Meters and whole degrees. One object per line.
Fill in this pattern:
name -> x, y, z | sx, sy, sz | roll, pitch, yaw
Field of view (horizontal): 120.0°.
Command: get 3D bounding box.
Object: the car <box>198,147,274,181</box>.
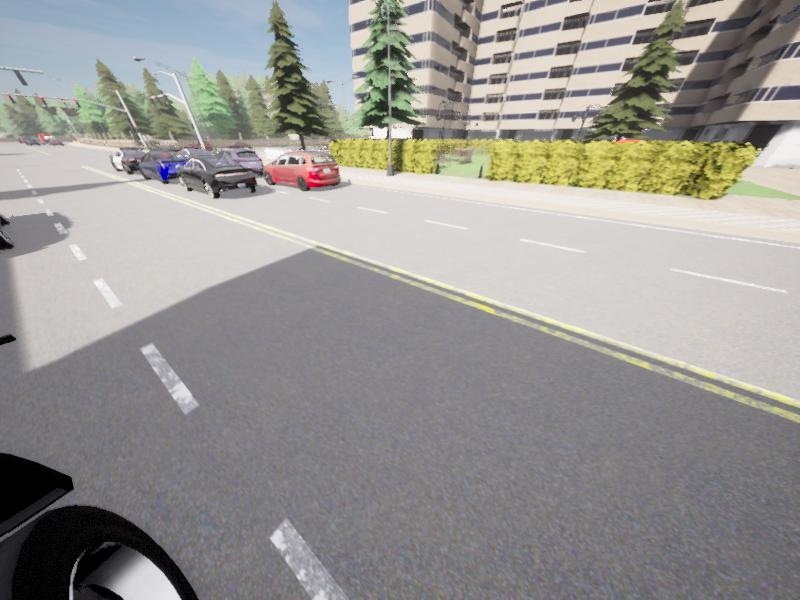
car -> -11.149, -9.366, 15.708 | 4.856, 1.649, 2.033 | 22, 41, 28

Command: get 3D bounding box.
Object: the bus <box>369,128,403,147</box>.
bus -> -3.644, -46.042, 65.537 | 3.944, 4.253, 10.273 | 22, 40, 28

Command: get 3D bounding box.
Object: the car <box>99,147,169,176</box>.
car -> -19.731, -10.342, 17.114 | 4.974, 1.542, 2.038 | 22, 41, 28

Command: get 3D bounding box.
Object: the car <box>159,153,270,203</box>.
car -> -8.771, -5.901, 10.909 | 4.902, 1.511, 2.128 | 22, 41, 28

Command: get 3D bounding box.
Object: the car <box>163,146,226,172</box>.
car -> -16.857, -11.636, 18.972 | 4.974, 1.542, 2.038 | 22, 41, 28

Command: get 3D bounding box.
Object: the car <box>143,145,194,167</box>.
car -> -21.939, -13.734, 21.915 | 4.514, 1.525, 2.007 | 23, 41, 29

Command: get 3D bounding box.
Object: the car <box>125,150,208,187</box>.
car -> -14.000, -8.022, 13.867 | 4.514, 1.525, 2.007 | 22, 41, 28

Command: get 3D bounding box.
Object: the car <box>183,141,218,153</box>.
car -> -34.442, -26.623, 40.045 | 1.851, 1.617, 3.988 | 24, 41, 29

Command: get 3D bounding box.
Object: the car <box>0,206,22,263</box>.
car -> -11.248, -2.042, 5.302 | 5.238, 1.638, 1.930 | 23, 41, 27

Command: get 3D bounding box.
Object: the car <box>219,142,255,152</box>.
car -> -29.046, -27.408, 41.341 | 1.812, 1.442, 4.674 | 22, 41, 28

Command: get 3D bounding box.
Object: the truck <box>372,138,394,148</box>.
truck -> -4.327, -40.972, 60.210 | 2.390, 2.098, 6.274 | 22, 41, 28

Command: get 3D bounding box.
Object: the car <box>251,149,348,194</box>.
car -> -5.374, -7.049, 12.426 | 4.611, 1.667, 2.242 | 22, 40, 28

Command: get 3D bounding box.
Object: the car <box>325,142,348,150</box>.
car -> -13.811, -33.519, 50.193 | 1.994, 1.385, 4.181 | 28, 44, 34

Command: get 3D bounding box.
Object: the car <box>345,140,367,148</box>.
car -> -10.906, -38.881, 57.605 | 2.152, 1.651, 5.027 | 22, 41, 28
